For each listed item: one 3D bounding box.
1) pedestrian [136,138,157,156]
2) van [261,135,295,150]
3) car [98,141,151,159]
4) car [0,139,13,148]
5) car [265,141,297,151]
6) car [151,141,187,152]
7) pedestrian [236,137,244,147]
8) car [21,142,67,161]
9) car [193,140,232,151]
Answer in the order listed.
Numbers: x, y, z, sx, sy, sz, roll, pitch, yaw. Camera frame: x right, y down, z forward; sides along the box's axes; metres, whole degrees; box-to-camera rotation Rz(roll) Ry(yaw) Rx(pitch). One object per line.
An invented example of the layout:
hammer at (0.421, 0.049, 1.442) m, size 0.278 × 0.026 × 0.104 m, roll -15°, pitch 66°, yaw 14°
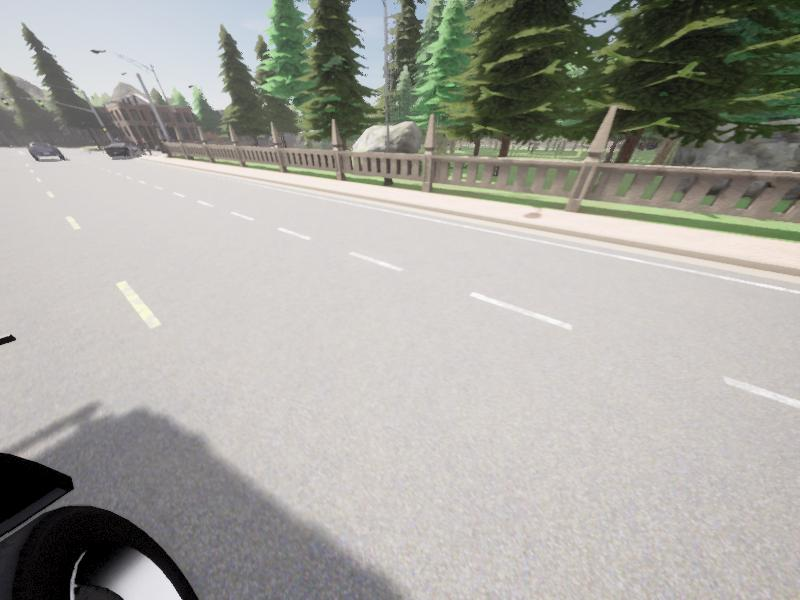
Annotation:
pedestrian at (-31.270, -18.886, 28.532) m, size 0.751 × 1.860 × 0.751 m, roll 8°, pitch 36°, yaw 11°
van at (-26.317, -34.310, 50.120) m, size 1.988 × 2.561 × 5.915 m, roll 23°, pitch 41°, yaw 28°
car at (-34.245, -18.844, 28.947) m, size 1.930 × 1.638 × 5.238 m, roll -12°, pitch 37°, yaw -15°
car at (-88.946, -34.129, 50.300) m, size 4.611 × 1.667 × 2.242 m, roll 1°, pitch 35°, yaw 0°
car at (-22.816, -29.743, 44.602) m, size 2.128 × 1.511 × 4.902 m, roll 23°, pitch 41°, yaw 28°
car at (-39.773, -26.509, 39.916) m, size 1.970 × 1.475 × 3.806 m, roll 22°, pitch 41°, yaw 28°
pedestrian at (-36.619, -36.055, 52.837) m, size 0.751 × 1.860 × 0.751 m, roll 23°, pitch 41°, yaw 29°
car at (-39.912, -16.732, 25.925) m, size 5.027 × 1.651 × 2.152 m, roll 24°, pitch 41°, yaw 29°
car at (-35.825, -29.724, 44.415) m, size 1.801 × 1.575 × 5.366 m, roll 23°, pitch 41°, yaw 28°
